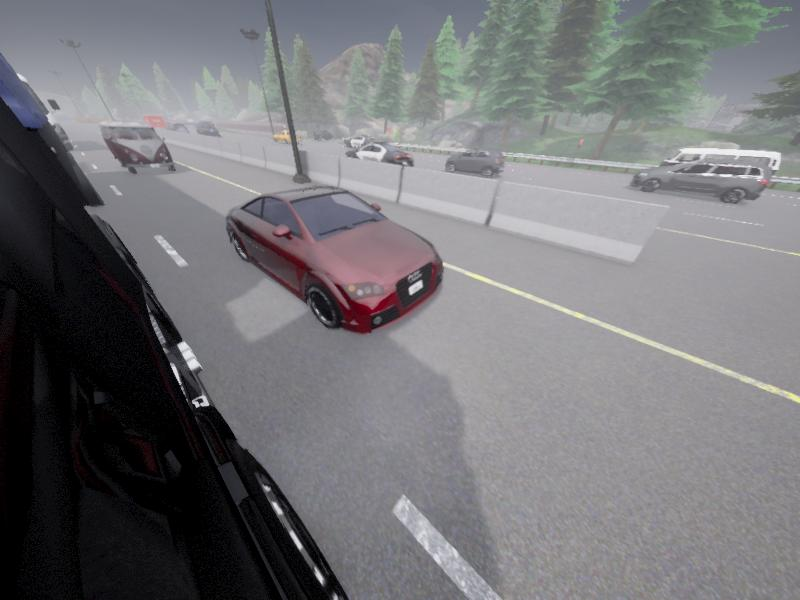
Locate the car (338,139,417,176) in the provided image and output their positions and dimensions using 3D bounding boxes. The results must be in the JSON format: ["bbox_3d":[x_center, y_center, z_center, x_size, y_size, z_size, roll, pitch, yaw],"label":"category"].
[{"bbox_3d":[-1.556,-9.447,15.124,4.974,1.542,2.038,28,43,30],"label":"car"}]

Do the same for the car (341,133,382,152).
[{"bbox_3d":[-4.756,-19.271,28.233,4.974,1.542,2.038,28,43,30],"label":"car"}]

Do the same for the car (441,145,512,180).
[{"bbox_3d":[4.742,-8.830,14.700,3.633,1.501,1.845,28,43,30],"label":"car"}]

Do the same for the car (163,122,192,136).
[{"bbox_3d":[-36.139,-27.738,37.535,4.856,1.649,2.033,28,43,30],"label":"car"}]

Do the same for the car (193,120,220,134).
[{"bbox_3d":[-39.196,-34.929,46.729,5.566,2.045,2.150,28,43,30],"label":"car"}]

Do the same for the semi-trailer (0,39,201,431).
[{"bbox_3d":[-8.697,-3.587,4.256,14.254,4.402,2.717,28,43,30],"label":"semi-trailer"}]

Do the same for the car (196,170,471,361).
[{"bbox_3d":[-1.304,-1.119,3.980,4.181,1.385,1.994,28,43,30],"label":"car"}]

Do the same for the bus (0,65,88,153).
[{"bbox_3d":[-27.509,-13.550,16.667,10.273,4.253,3.944,27,43,30],"label":"bus"}]

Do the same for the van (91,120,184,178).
[{"bbox_3d":[-12.937,-7.533,11.382,4.442,1.987,1.775,28,43,30],"label":"van"}]

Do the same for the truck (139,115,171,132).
[{"bbox_3d":[-47.192,-33.914,44.452,5.204,2.467,2.627,27,43,30],"label":"truck"}]

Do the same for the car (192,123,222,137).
[{"bbox_3d":[-32.311,-28.445,38.711,4.611,1.667,2.242,27,43,30],"label":"car"}]

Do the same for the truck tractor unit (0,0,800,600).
[{"bbox_3d":[-2.645,-0.295,0.351,6.516,4.208,3.053,28,44,30],"label":"truck tractor unit"}]

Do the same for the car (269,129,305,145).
[{"bbox_3d":[-15.513,-22.263,31.526,5.366,1.575,1.801,28,43,30],"label":"car"}]

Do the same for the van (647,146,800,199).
[{"bbox_3d":[17.895,-7.493,13.333,4.480,2.038,2.069,28,43,30],"label":"van"}]

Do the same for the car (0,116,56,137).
[{"bbox_3d":[-40.607,-18.944,25.279,2.242,1.667,4.611,-26,45,-33],"label":"car"}]

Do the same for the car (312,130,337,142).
[{"bbox_3d":[-13.307,-28.989,40.810,1.789,1.549,3.705,22,41,25],"label":"car"}]

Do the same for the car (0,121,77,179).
[{"bbox_3d":[-16.863,-6.822,10.318,4.553,1.767,2.097,28,43,30],"label":"car"}]

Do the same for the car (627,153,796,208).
[{"bbox_3d":[14.929,-6.199,11.694,4.611,1.667,2.242,28,43,30],"label":"car"}]
